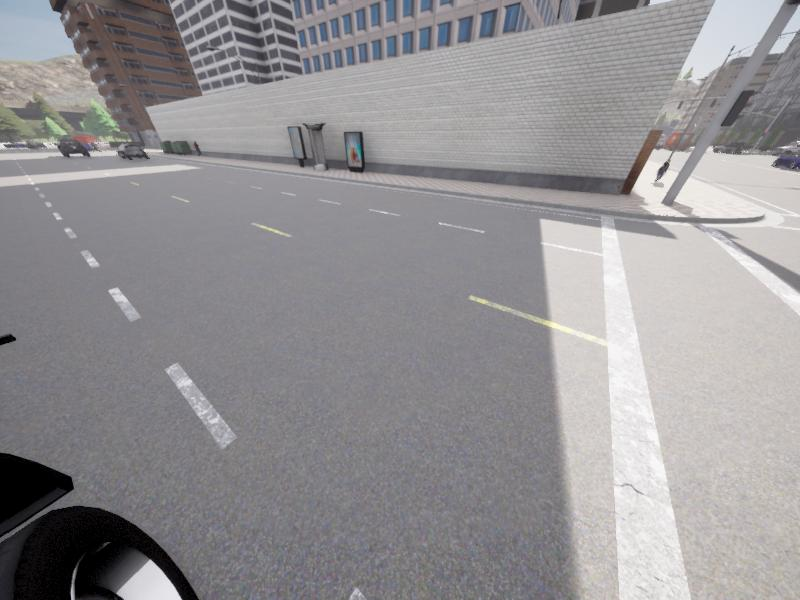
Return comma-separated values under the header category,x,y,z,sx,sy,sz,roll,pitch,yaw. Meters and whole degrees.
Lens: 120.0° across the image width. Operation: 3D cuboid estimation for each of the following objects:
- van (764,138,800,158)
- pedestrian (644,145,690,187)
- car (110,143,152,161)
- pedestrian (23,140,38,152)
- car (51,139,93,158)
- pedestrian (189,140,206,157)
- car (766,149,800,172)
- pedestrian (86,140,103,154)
category,x,y,z,sx,sy,sz,roll,pitch,yaw
van,60.689,-22.686,34.421,6.366,2.431,2.351,10,36,14
pedestrian,14.262,-7.212,12.422,0.751,1.860,0.751,19,39,24
car,-33.256,-18.357,28.564,4.856,1.649,2.033,22,41,28
pedestrian,-69.793,-29.169,43.646,0.751,1.860,0.751,25,42,31
car,-45.133,-20.881,31.760,5.566,2.045,2.150,22,41,28
pedestrian,-25.666,-19.227,29.319,0.751,1.860,0.751,12,37,17
car,36.140,-12.553,20.699,2.007,1.525,4.514,22,41,28
pedestrian,-50.287,-25.181,38.077,0.751,1.860,0.751,-18,39,-24
